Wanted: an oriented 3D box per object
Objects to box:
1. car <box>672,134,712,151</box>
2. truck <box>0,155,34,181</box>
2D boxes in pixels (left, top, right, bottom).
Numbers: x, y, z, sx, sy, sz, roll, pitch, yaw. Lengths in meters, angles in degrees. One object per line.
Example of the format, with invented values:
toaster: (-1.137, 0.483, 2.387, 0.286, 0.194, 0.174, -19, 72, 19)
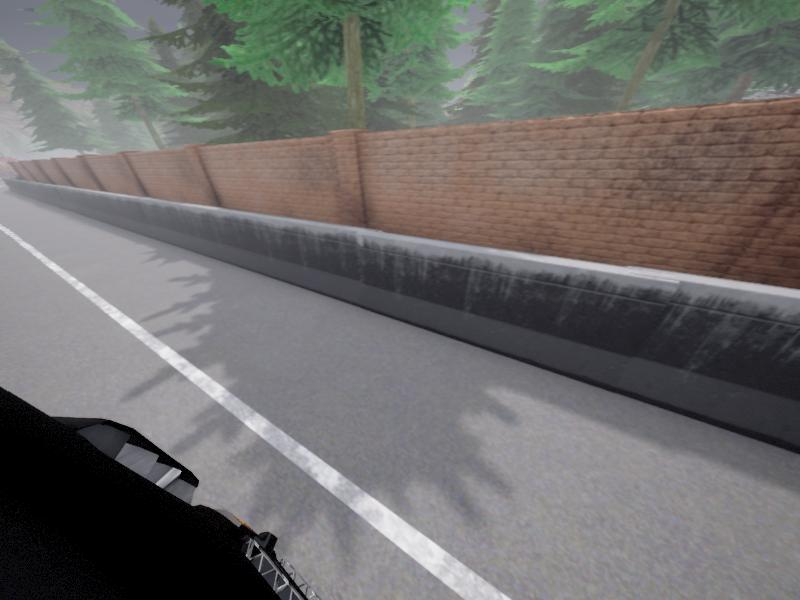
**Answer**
car: (38.229, -20.773, 30.391, 2.033, 1.649, 4.856, 20, 40, 30)
truck: (-73.237, -24.292, 42.381, 2.891, 3.827, 8.468, -24, 39, -28)
